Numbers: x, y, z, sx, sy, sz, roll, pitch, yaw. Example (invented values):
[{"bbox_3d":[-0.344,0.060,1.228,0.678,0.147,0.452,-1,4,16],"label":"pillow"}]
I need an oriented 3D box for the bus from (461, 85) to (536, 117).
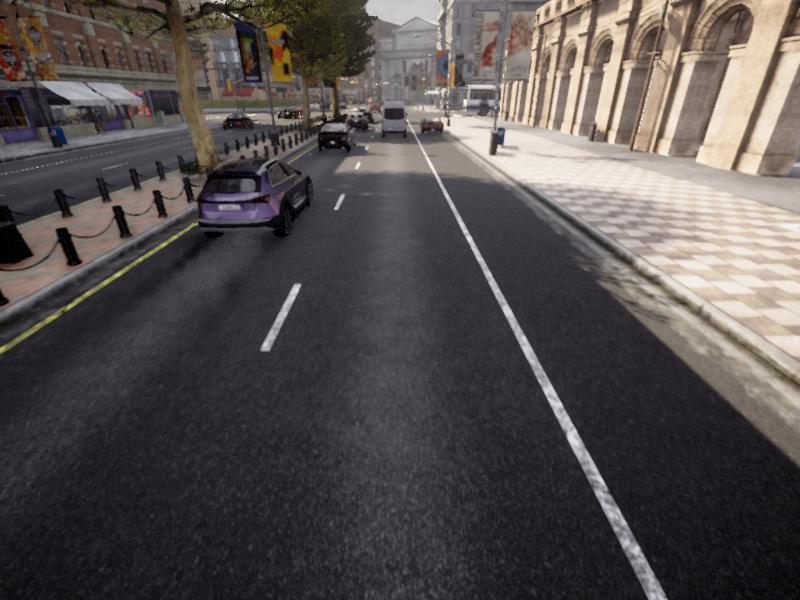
[{"bbox_3d":[15.017,-30.836,61.947,10.273,4.253,3.944,0,27,-2],"label":"bus"}]

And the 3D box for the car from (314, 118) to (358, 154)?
[{"bbox_3d":[-3.855,-10.286,24.850,1.930,1.638,5.238,0,27,-1],"label":"car"}]

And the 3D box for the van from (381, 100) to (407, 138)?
[{"bbox_3d":[-0.485,-15.204,33.436,1.988,2.561,5.915,0,27,-1],"label":"van"}]

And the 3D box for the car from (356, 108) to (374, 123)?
[{"bbox_3d":[-4.222,-22.540,48.854,1.837,1.490,4.892,0,27,-1],"label":"car"}]

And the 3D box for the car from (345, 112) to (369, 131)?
[{"bbox_3d":[-4.061,-17.150,38.386,1.970,1.475,3.806,0,27,-1],"label":"car"}]

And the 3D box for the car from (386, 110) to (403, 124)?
[{"bbox_3d":[-0.698,-21.645,47.327,1.895,1.301,4.718,0,27,-1],"label":"car"}]

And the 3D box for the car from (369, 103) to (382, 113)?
[{"bbox_3d":[-4.623,-36.050,74.999,2.152,1.651,5.027,0,27,-1],"label":"car"}]

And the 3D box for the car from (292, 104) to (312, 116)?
[{"bbox_3d":[-15.978,-31.235,65.592,2.242,1.667,4.611,0,27,-1],"label":"car"}]

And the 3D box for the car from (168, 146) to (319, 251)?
[{"bbox_3d":[-3.635,-2.910,10.511,2.033,1.649,4.856,0,27,-1],"label":"car"}]

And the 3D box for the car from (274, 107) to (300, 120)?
[{"bbox_3d":[-15.385,-25.479,54.603,1.970,1.475,3.806,3,27,6],"label":"car"}]

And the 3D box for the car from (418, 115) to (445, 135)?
[{"bbox_3d":[2.734,-15.561,35.473,1.895,1.301,4.718,0,27,-1],"label":"car"}]

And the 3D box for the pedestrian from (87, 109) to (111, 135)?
[{"bbox_3d":[-23.973,-14.215,31.890,0.751,1.860,0.751,1,27,2],"label":"pedestrian"}]

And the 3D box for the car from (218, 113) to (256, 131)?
[{"bbox_3d":[-15.579,-17.160,38.536,1.994,1.385,4.181,0,27,-1],"label":"car"}]

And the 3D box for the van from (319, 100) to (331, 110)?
[{"bbox_3d":[-16.304,-42.276,86.729,1.775,1.987,4.442,0,27,-1],"label":"van"}]
